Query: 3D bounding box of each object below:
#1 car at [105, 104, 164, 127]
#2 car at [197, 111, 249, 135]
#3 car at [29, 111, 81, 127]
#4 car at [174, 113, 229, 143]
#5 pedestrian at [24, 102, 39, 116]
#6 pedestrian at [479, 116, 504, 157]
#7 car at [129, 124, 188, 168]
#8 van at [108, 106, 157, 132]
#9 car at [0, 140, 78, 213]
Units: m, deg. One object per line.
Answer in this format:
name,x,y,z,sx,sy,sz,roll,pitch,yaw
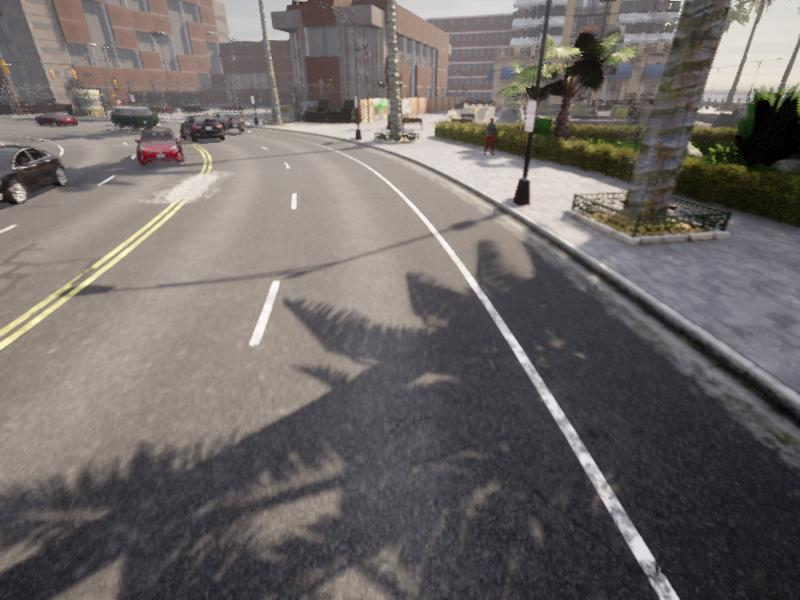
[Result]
car,-28.286,-19.709,42.582,5.566,2.045,2.150,13,30,22
car,-15.366,-15.395,34.671,2.152,1.651,5.027,-24,36,-38
car,-36.341,-19.136,42.215,4.181,1.385,1.994,10,29,18
car,-14.620,-12.676,29.352,2.242,1.667,4.611,-20,33,-33
pedestrian,-52.439,-27.209,56.952,0.751,1.860,0.751,5,28,9
pedestrian,4.567,-8.211,20.088,0.751,1.860,0.751,-7,28,-14
car,-12.003,-7.813,20.075,2.007,1.525,4.514,-13,30,-23
van,-24.972,-16.984,37.362,4.442,1.987,1.775,18,32,30
car,-12.782,-4.128,12.970,1.837,1.490,4.892,-7,28,-14
